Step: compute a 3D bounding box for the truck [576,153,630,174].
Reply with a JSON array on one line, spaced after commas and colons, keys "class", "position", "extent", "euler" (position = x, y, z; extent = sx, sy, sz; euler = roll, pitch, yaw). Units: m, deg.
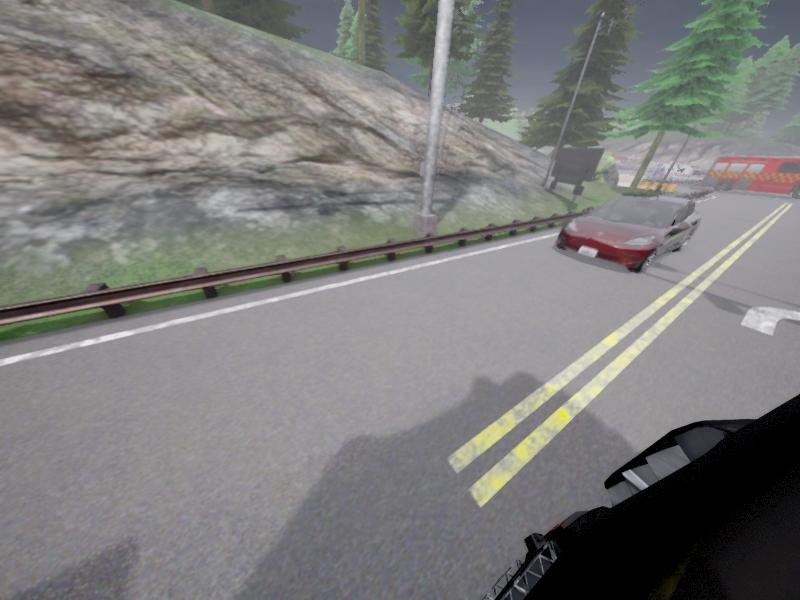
[{"class": "truck", "position": [47.808, -32.491, 54.895], "extent": [2.891, 3.827, 8.468], "euler": [-17, 38, -28]}]

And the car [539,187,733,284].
[{"class": "car", "position": [6.553, -2.104, 6.425], "extent": [4.792, 1.488, 2.163], "euler": [-17, 38, -27]}]

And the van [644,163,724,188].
[{"class": "van", "position": [39.782, -17.716, 32.661], "extent": [2.351, 2.431, 6.366], "euler": [-17, 38, -28]}]

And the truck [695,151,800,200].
[{"class": "truck", "position": [38.011, -12.798, 23.609], "extent": [2.891, 3.827, 8.468], "euler": [-17, 38, -28]}]
